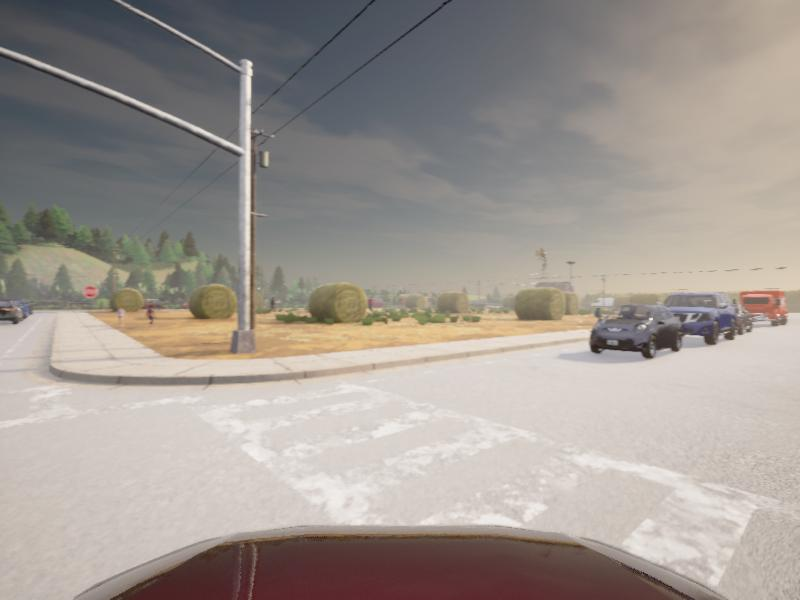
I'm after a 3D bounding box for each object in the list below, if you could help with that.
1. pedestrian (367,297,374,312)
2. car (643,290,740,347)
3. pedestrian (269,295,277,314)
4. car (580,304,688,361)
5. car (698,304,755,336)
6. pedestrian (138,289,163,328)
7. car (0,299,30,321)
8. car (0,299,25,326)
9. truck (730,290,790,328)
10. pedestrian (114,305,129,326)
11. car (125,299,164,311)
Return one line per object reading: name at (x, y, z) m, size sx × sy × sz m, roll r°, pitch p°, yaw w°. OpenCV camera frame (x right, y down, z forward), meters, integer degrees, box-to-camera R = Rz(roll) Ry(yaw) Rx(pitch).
pedestrian at (-3.667, 0.531, 49.670) m, size 0.751 × 1.860 × 0.751 m, roll 0°, pitch 0°, yaw 0°
car at (12.477, 0.685, 16.956) m, size 5.566 × 2.045 × 2.150 m, roll 1°, pitch 0°, yaw -41°
pedestrian at (-12.660, 0.448, 39.928) m, size 0.751 × 1.860 × 0.751 m, roll 0°, pitch 0°, yaw -14°
car at (7.373, 0.893, 12.493) m, size 3.633 × 1.501 × 1.845 m, roll 1°, pitch 0°, yaw -41°
car at (17.455, 0.976, 21.335) m, size 3.705 × 1.549 × 1.789 m, roll 1°, pitch 0°, yaw -41°
pedestrian at (-12.151, 0.431, 19.501) m, size 0.751 × 1.860 × 0.751 m, roll 0°, pitch 0°, yaw -5°
car at (-29.087, 0.676, 29.888) m, size 1.882 × 1.535 × 5.008 m, roll 1°, pitch 0°, yaw -40°
car at (-24.709, 0.704, 24.704) m, size 2.038 × 1.542 × 4.974 m, roll 1°, pitch 0°, yaw -40°
truck at (26.041, 0.562, 28.887) m, size 5.204 × 2.467 × 2.627 m, roll 0°, pitch 0°, yaw -41°
pedestrian at (-14.616, 0.802, 21.018) m, size 0.500 × 1.100 × 0.500 m, roll 0°, pitch 0°, yaw -14°
car at (-33.742, 0.677, 52.798) m, size 4.193 × 1.474 × 1.816 m, roll 1°, pitch 0°, yaw -37°
